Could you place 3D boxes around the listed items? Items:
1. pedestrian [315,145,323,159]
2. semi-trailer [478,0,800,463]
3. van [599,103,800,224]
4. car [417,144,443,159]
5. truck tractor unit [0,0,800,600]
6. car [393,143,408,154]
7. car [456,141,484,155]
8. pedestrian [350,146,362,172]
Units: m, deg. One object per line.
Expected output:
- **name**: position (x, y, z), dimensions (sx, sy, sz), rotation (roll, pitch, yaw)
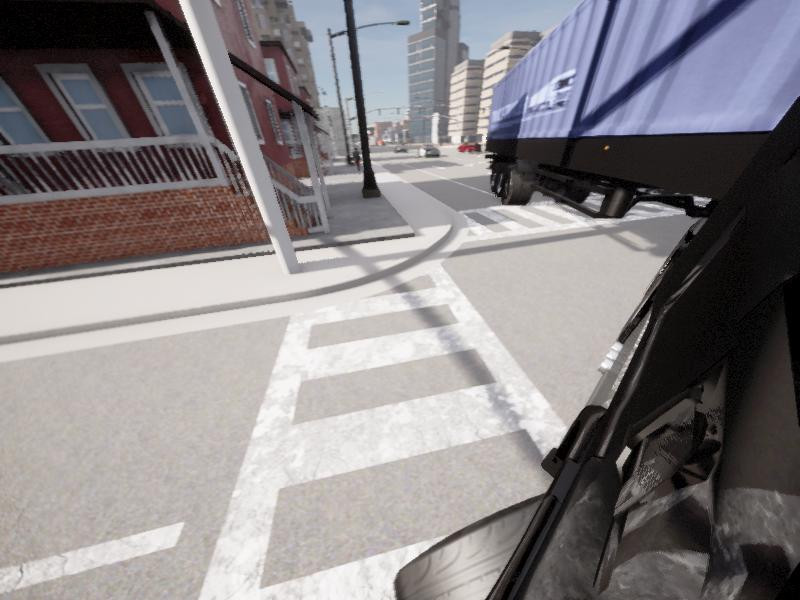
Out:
- **pedestrian**: position (-13.411, -24.573, 38.404), dimensions (0.751, 1.860, 0.751), rotation (-19, 37, -21)
- **semi-trailer**: position (4.874, -4.586, 6.159), dimensions (2.717, 4.402, 14.254), rotation (2, 35, 8)
- **van**: position (10.346, -4.114, 6.728), dimensions (2.351, 2.431, 6.366), rotation (-12, 35, -12)
- **car**: position (3.972, -20.373, 31.649), dimensions (2.038, 1.542, 4.974), rotation (-9, 35, -8)
- **truck tractor unit**: position (2.645, -0.295, 0.351), dimensions (6.516, 4.208, 3.053), rotation (-28, 44, -30)
- **car**: position (0.068, -31.109, 47.433), dimensions (2.242, 1.667, 4.611), rotation (-9, 35, -8)
- **car**: position (10.323, -22.833, 34.585), dimensions (1.882, 1.535, 5.008), rotation (-9, 35, -8)
- **pedestrian**: position (-3.751, -12.112, 19.871), dimensions (0.751, 1.860, 0.751), rotation (-6, 35, -3)
